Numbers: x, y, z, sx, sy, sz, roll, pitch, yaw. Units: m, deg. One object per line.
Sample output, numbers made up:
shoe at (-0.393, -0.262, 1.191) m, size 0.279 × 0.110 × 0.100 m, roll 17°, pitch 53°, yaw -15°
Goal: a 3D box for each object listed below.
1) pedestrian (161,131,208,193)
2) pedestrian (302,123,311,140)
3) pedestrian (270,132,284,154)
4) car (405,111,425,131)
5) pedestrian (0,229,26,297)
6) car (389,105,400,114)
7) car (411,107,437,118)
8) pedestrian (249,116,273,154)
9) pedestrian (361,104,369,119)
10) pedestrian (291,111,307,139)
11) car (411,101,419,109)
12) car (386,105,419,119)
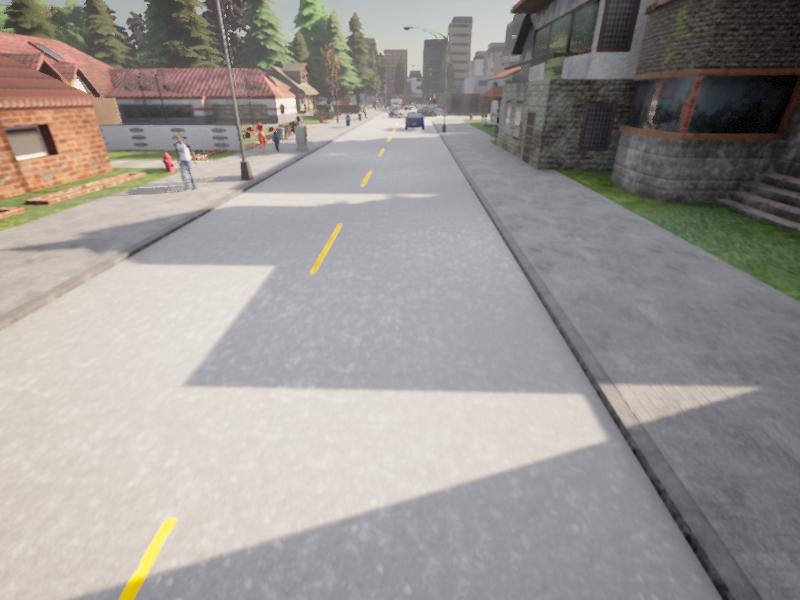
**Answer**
pedestrian at (-7.117, -4.591, 13.293) m, size 0.751 × 1.860 × 0.751 m, roll 1°, pitch 27°, yaw 2°
pedestrian at (-6.786, -12.303, 29.163) m, size 0.500 × 1.100 × 0.500 m, roll -5°, pitch 27°, yaw -9°
pedestrian at (-6.814, -8.727, 22.190) m, size 0.500 × 1.100 × 0.500 m, roll -1°, pitch 27°, yaw -2°
car at (1.468, -17.728, 39.522) m, size 1.882 × 1.535 × 5.008 m, roll 1°, pitch 27°, yaw 2°
pedestrian at (-6.836, -0.929, 6.152) m, size 0.751 × 1.860 × 0.751 m, roll 0°, pitch 27°, yaw 1°
car at (-1.081, -37.721, 79.157) m, size 1.970 × 1.475 × 3.806 m, roll 1°, pitch 27°, yaw 2°
car at (3.758, -29.505, 62.930) m, size 3.633 × 1.501 × 1.845 m, roll 23°, pitch 35°, yaw 37°
pedestrian at (-7.629, -9.078, 22.043) m, size 0.751 × 1.860 × 0.751 m, roll 0°, pitch 27°, yaw 1°
pedestrian at (-4.671, -25.234, 53.541) m, size 0.751 × 1.860 × 0.751 m, roll 20°, pitch 33°, yaw 34°
pedestrian at (-7.447, -12.947, 29.587) m, size 0.751 × 1.860 × 0.751 m, roll 2°, pitch 27°, yaw 5°
car at (3.842, -50.776, 104.071) m, size 1.932 × 1.855 × 4.605 m, roll 2°, pitch 27°, yaw 3°
car at (0.376, -27.787, 58.955) m, size 2.242 × 1.667 × 4.611 m, roll 24°, pitch 36°, yaw 39°
